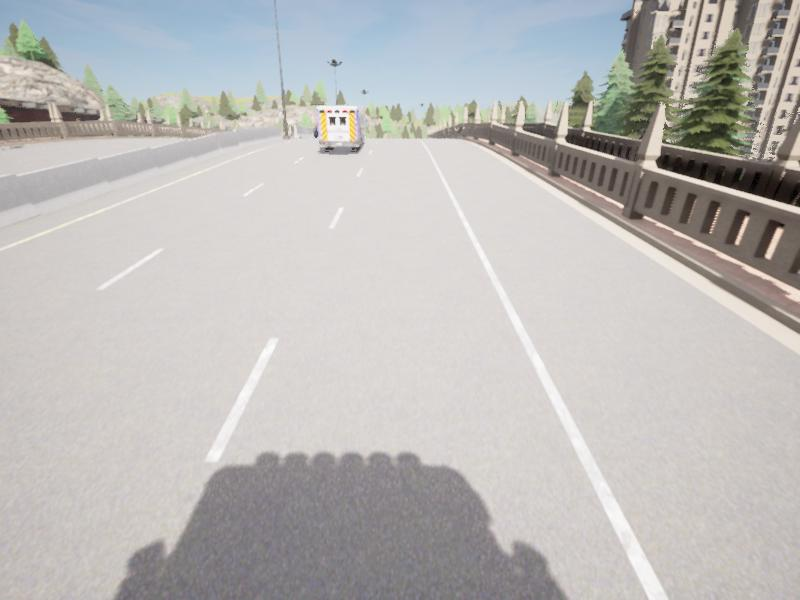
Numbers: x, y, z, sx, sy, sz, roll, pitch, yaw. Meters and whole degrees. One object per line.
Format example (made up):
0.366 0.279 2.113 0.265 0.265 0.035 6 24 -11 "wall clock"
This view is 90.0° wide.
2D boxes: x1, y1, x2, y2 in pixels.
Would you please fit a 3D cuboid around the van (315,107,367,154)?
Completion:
-3.505 -10.882 25.310 2.351 2.431 6.366 0 26 0 "van"

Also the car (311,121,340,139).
-7.011 -16.120 37.981 1.970 1.475 3.806 0 23 0 "car"
